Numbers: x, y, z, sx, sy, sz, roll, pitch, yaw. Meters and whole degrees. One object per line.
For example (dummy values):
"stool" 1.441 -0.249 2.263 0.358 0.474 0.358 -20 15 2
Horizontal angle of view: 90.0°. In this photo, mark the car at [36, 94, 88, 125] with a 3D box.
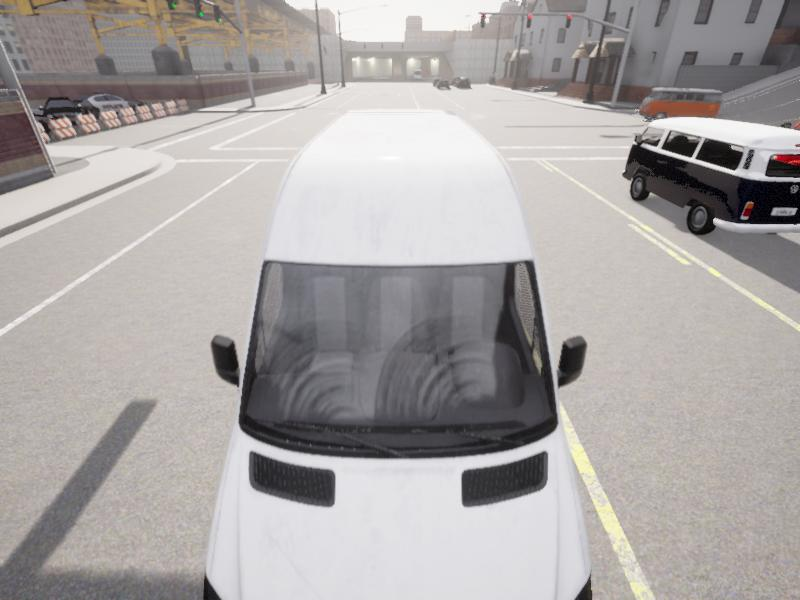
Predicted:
"car" -19.489 -11.037 23.086 1.853 1.218 4.536 -20 36 -31

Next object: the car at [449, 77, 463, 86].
"car" 10.465 -41.024 74.998 1.812 1.442 4.674 0 30 0

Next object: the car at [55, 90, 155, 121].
"car" -20.249 -13.582 27.766 2.038 1.542 4.974 15 34 24

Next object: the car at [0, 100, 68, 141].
"car" -19.445 -8.560 19.148 2.038 1.542 4.974 26 39 37

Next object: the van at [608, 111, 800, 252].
"van" 6.994 -2.917 9.022 2.069 2.038 4.480 0 30 0

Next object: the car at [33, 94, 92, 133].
"car" -19.458 -10.880 23.129 2.038 1.542 4.974 -20 36 -31

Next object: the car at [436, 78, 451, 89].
"car" 6.969 -35.086 64.800 2.007 1.525 4.514 0 30 0

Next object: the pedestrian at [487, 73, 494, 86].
"pedestrian" 16.090 -39.267 71.222 0.751 1.860 0.751 -20 36 -30

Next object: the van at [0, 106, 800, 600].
"van" -0.011 -0.230 3.915 1.988 2.561 5.915 0 30 0

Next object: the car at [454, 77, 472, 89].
"car" 10.468 -36.128 66.498 2.242 1.667 4.611 0 30 0

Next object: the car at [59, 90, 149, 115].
"car" -20.274 -13.695 27.647 1.853 1.218 4.536 15 34 24

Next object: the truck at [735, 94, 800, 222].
"truck" 10.372 -2.572 8.002 2.627 2.467 5.204 1 30 1

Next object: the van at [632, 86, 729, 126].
"van" 17.949 -12.557 25.858 4.442 1.987 1.775 6 31 7

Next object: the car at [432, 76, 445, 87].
"car" 6.966 -39.883 72.847 1.930 1.638 5.238 0 30 0
